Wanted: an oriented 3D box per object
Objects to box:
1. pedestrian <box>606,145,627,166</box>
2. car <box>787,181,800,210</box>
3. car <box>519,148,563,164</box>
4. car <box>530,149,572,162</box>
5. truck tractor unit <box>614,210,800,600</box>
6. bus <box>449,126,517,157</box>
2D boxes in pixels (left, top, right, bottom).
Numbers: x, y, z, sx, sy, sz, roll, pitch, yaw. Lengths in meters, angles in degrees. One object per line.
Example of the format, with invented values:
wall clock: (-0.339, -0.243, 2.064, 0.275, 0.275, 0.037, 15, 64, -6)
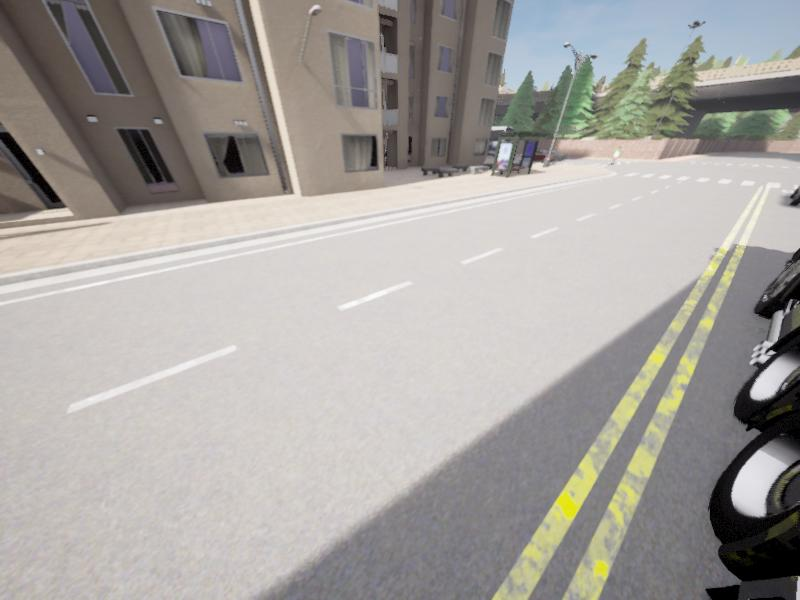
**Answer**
pedestrian: (23.850, -15.933, 25.495, 0.751, 1.860, 0.751, -5, 35, -8)
car: (18.733, -4.734, 9.847, 4.718, 1.301, 1.895, -22, 40, -29)
car: (17.879, -18.470, 29.547, 1.816, 1.474, 4.193, -23, 41, -29)
car: (20.457, -19.771, 31.538, 1.994, 1.385, 4.181, -23, 41, -30)
truck tractor unit: (5.008, -0.392, 0.916, 6.516, 4.208, 3.053, -22, 40, -28)
bus: (14.497, -28.423, 41.548, 3.944, 4.253, 10.273, -27, 43, -34)
